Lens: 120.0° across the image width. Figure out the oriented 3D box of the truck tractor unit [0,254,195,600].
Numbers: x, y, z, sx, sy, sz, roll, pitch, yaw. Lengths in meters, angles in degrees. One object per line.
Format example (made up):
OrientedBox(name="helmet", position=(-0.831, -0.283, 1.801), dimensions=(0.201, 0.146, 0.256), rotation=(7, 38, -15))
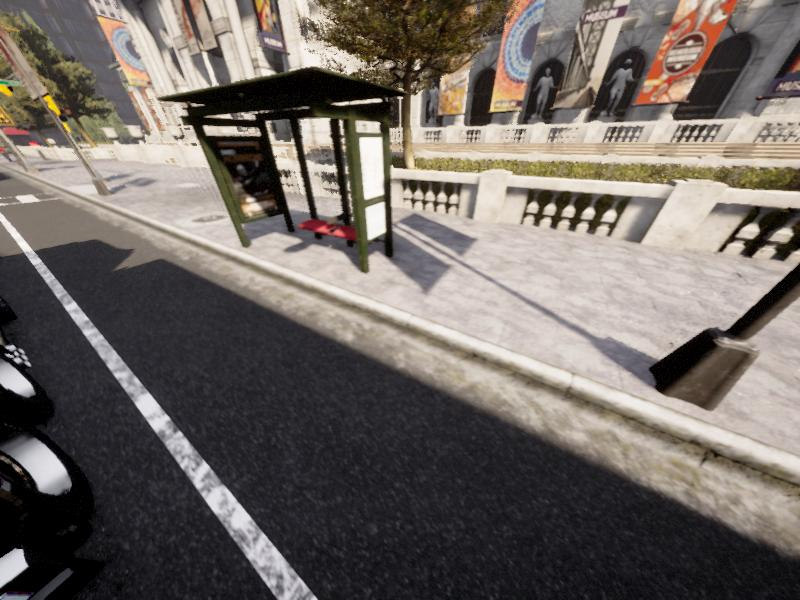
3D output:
OrientedBox(name="truck tractor unit", position=(-5.094, -0.318, 0.802), dimensions=(6.516, 4.208, 3.053), rotation=(19, 39, 25))
